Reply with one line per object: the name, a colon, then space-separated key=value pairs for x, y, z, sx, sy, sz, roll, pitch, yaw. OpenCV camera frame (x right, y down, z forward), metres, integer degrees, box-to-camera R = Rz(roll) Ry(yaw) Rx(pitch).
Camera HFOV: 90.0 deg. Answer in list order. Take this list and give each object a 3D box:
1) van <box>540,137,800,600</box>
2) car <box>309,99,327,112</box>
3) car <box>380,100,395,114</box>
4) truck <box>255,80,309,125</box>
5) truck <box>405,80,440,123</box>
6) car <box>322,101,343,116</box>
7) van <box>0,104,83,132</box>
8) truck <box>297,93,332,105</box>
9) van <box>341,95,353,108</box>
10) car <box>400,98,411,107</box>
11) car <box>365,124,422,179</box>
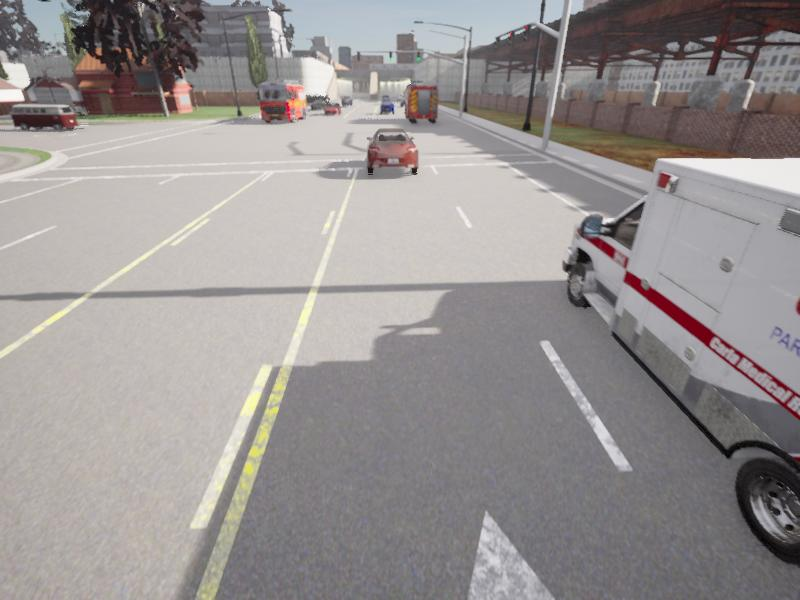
van: x=3.761 y=0.102 z=3.747 sx=2.351 sy=2.431 sz=6.366 roll=-1 pitch=28 yaw=-2
car: x=-12.495 y=-29.922 z=61.430 sx=1.837 sy=1.490 sz=4.892 roll=-1 pitch=29 yaw=-2
car: x=-1.759 y=-26.802 z=55.561 sx=1.882 sy=1.535 sz=5.008 roll=-1 pitch=28 yaw=-2
truck: x=-11.803 y=-20.342 z=41.011 sx=2.891 sy=3.827 sz=8.468 roll=0 pitch=28 yaw=0
truck: x=2.222 y=-21.592 z=43.377 sx=2.891 sy=3.827 sz=8.468 roll=-1 pitch=28 yaw=-2
car: x=-8.604 y=-24.655 z=51.538 sx=2.007 sy=1.525 sz=4.514 roll=-1 pitch=28 yaw=-2
van: x=-29.219 y=-14.899 z=32.738 sx=4.442 sy=1.987 sz=1.775 roll=-1 pitch=28 yaw=-3
truck: x=-17.002 y=-39.976 z=79.617 sx=6.274 sy=2.098 sz=2.390 roll=3 pitch=28 yaw=5
van: x=-9.370 y=-35.289 z=70.970 sx=1.775 sy=1.987 sz=4.442 roll=-1 pitch=28 yaw=-2
car: x=1.038 y=-36.388 z=73.625 sx=1.812 sy=1.442 sz=4.674 roll=-1 pitch=28 yaw=-2
car: x=-0.400 y=-6.709 z=17.692 sx=2.152 sy=1.651 sz=5.027 roll=-1 pitch=28 yaw=-3
